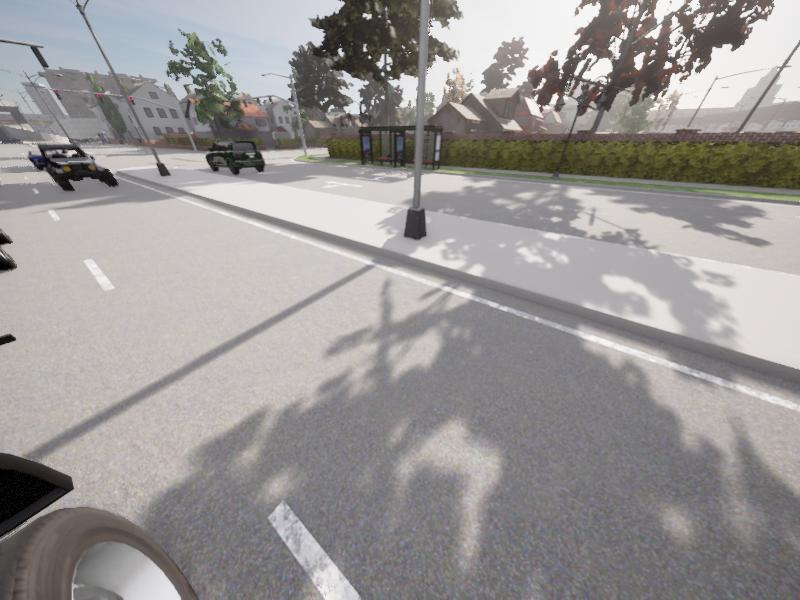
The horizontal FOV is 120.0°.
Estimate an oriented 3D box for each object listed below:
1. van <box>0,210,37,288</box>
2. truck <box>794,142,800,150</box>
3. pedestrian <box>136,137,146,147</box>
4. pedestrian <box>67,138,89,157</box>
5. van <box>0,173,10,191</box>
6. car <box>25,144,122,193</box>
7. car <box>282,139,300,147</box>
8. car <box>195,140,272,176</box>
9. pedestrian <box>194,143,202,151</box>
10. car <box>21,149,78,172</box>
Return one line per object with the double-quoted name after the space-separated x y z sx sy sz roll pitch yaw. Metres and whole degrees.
-9.405 -1.491 4.197 4.480 2.038 2.069 22 40 28 "van"
69.664 -26.077 37.007 2.891 3.827 8.468 22 42 28 "truck"
-61.820 -37.726 55.101 0.751 1.860 0.751 23 41 28 "pedestrian"
-39.071 -18.562 28.060 0.751 1.860 0.751 28 44 33 "pedestrian"
-22.276 -6.720 11.514 4.480 2.038 2.069 23 41 27 "van"
-16.871 -6.922 11.978 3.866 1.878 1.905 22 41 28 "car"
-25.855 -37.312 54.815 3.806 1.475 1.970 22 41 28 "car"
-12.604 -10.877 17.487 5.566 2.045 2.150 22 41 28 "car"
-35.001 -26.539 40.074 0.500 1.100 0.500 20 40 25 "pedestrian"
-28.413 -11.358 18.708 4.718 1.301 1.895 22 41 28 "car"
